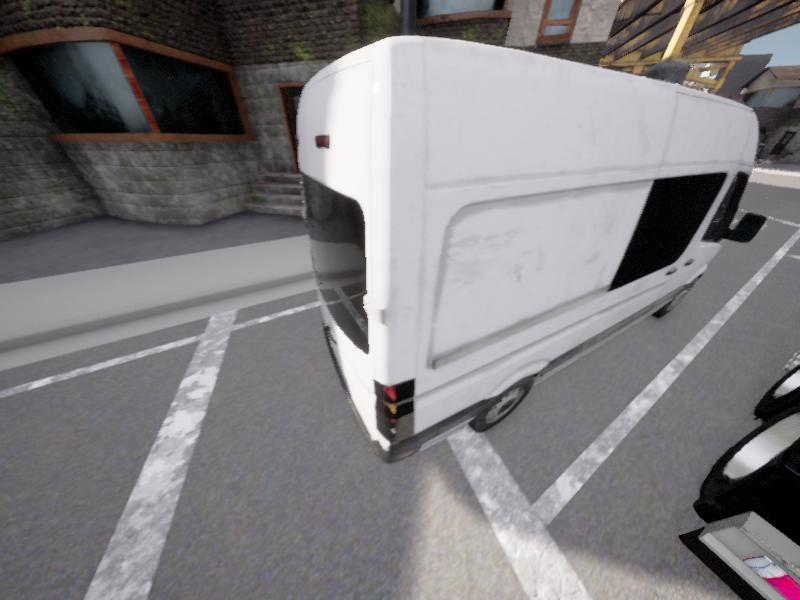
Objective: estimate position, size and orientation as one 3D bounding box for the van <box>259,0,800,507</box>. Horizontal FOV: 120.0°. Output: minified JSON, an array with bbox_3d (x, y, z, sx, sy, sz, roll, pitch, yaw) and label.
[{"bbox_3d":[2.015,-0.756,2.881,5.915,2.561,1.988,-17,38,-23],"label":"van"}]

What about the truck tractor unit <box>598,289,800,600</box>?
[{"bbox_3d":[5.152,-0.257,0.717,6.516,4.208,3.053,-17,38,-22],"label":"truck tractor unit"}]
